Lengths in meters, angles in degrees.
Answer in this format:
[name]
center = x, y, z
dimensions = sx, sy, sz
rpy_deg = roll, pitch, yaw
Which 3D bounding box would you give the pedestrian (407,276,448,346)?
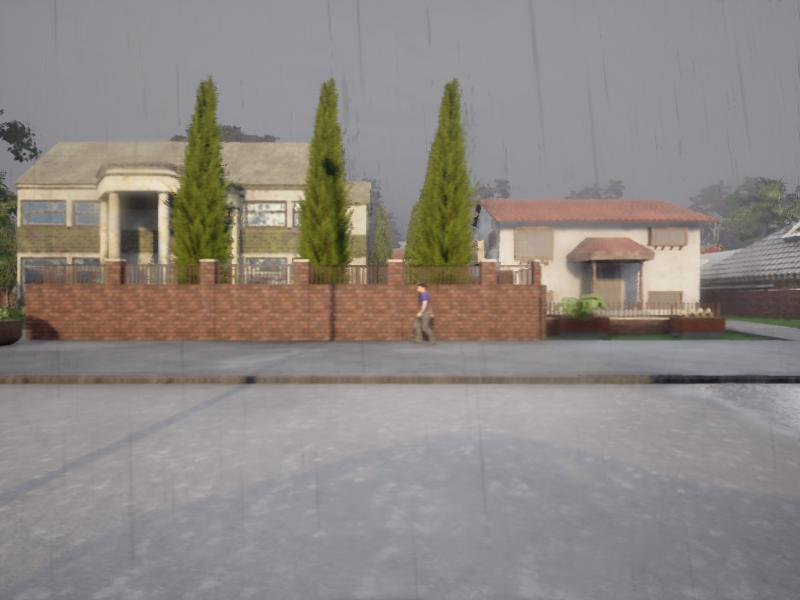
[pedestrian]
center = 0.507, 0.205, 7.777
dimensions = 0.751, 1.300, 0.751
rpy_deg = 0, 0, 1
